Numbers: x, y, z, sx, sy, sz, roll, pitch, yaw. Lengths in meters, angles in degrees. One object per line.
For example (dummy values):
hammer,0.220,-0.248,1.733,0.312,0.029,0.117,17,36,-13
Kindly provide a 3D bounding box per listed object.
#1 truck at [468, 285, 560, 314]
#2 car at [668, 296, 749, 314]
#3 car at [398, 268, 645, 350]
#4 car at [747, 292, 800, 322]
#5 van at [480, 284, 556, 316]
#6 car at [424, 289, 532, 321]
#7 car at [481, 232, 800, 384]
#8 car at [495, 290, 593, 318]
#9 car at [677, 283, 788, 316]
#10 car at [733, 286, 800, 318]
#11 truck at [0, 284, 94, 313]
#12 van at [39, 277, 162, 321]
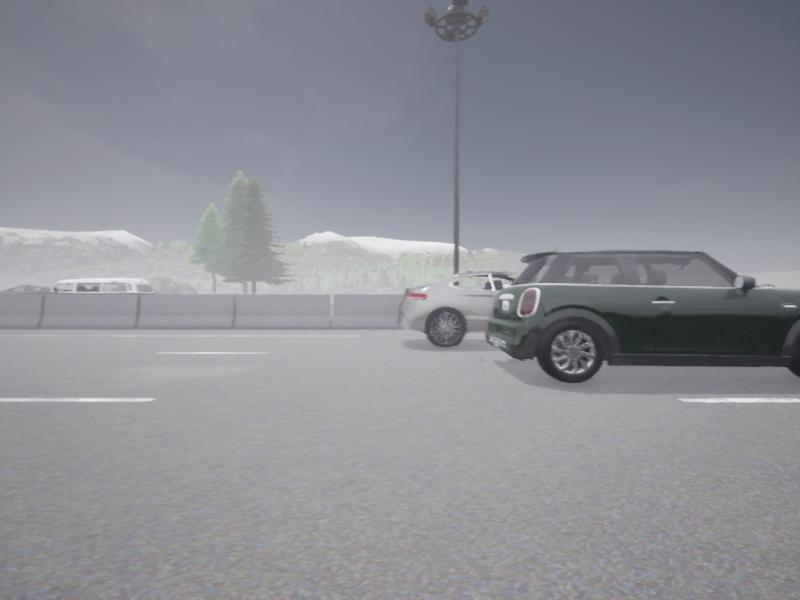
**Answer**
truck,8.491,-0.051,30.203,6.274,2.098,2.390,0,0,0
car,23.208,0.364,30.209,4.718,1.301,1.895,0,0,0
car,2.464,0.182,9.200,5.027,1.651,2.152,0,0,0
car,20.642,0.312,19.708,5.357,1.411,2.033,0,0,0
van,7.786,-0.022,26.701,4.480,2.038,2.069,0,0,0
car,3.689,0.238,19.699,4.902,1.511,2.128,0,0,0
car,3.639,0.097,5.698,4.553,1.767,2.097,0,0,0
car,8.241,0.232,23.202,4.974,1.542,2.038,0,0,0
car,22.065,-0.017,26.708,5.566,2.045,2.150,-1,0,0
car,22.451,0.114,23.208,4.553,1.767,2.097,0,0,0
truck,-27.180,-0.083,30.185,6.274,2.098,2.390,0,0,0
van,-14.596,-0.043,19.694,4.480,2.038,2.069,0,0,0
